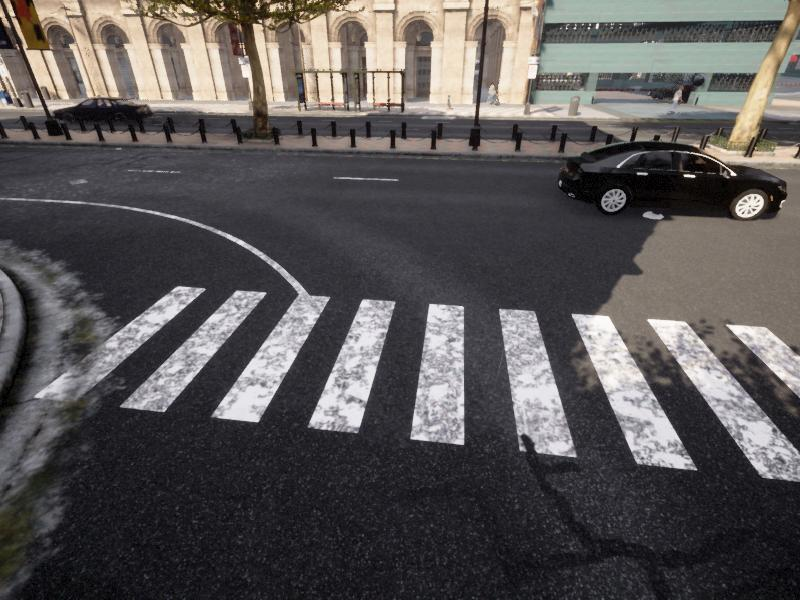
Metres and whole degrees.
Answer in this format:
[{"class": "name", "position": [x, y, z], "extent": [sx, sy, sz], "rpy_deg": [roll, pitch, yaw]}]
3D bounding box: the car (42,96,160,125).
[{"class": "car", "position": [-18.263, -11.716, 24.692], "extent": [5.357, 1.411, 2.033], "rpy_deg": [-2, 30, -3]}]

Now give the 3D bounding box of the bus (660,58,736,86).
[{"class": "bus", "position": [55.229, -42.386, 74.390], "extent": [10.273, 4.253, 3.944], "rpy_deg": [21, 36, 31]}]

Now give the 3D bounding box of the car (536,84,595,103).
[{"class": "car", "position": [15.761, -19.862, 38.377], "extent": [4.786, 1.482, 2.161], "rpy_deg": [4, 31, 7]}]

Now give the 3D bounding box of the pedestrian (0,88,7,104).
[{"class": "pedestrian", "position": [-35.924, -18.423, 35.361], "extent": [0.751, 1.860, 0.751], "rpy_deg": [9, 31, 15]}]

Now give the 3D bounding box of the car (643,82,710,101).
[{"class": "car", "position": [27.821, -21.118, 40.452], "extent": [4.902, 1.511, 2.128], "rpy_deg": [4, 31, 7]}]

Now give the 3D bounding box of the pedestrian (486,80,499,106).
[{"class": "pedestrian", "position": [7.702, -17.238, 33.344], "extent": [0.751, 1.860, 0.751], "rpy_deg": [4, 31, 7]}]

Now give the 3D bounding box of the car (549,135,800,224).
[{"class": "car", "position": [6.437, -2.982, 9.645], "extent": [4.892, 1.490, 1.837], "rpy_deg": [4, 31, 7]}]

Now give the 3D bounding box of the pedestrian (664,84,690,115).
[{"class": "pedestrian", "position": [18.681, -13.540, 27.014], "extent": [0.751, 1.860, 0.751], "rpy_deg": [4, 31, 7]}]

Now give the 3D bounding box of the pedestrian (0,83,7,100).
[{"class": "pedestrian", "position": [-39.571, -20.634, 39.146], "extent": [0.751, 1.860, 0.751], "rpy_deg": [4, 31, 7]}]

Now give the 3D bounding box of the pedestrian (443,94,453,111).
[{"class": "pedestrian", "position": [3.573, -14.652, 29.668], "extent": [0.500, 1.100, 0.500], "rpy_deg": [14, 33, 23]}]
